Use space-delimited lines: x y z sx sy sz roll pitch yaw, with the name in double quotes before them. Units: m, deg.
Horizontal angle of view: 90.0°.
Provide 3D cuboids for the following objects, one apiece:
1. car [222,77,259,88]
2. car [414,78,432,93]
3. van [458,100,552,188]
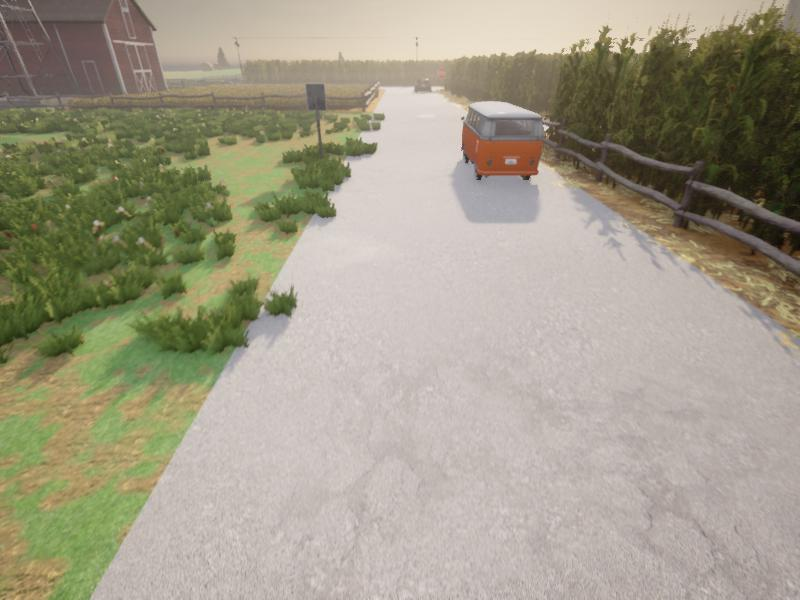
"car" -25.580 -34.959 64.200 4.974 1.542 2.038 0 30 0
"car" 3.116 -29.491 54.904 2.242 1.667 4.611 0 30 0
"van" 3.111 -5.222 12.969 1.775 1.987 4.442 0 30 0
